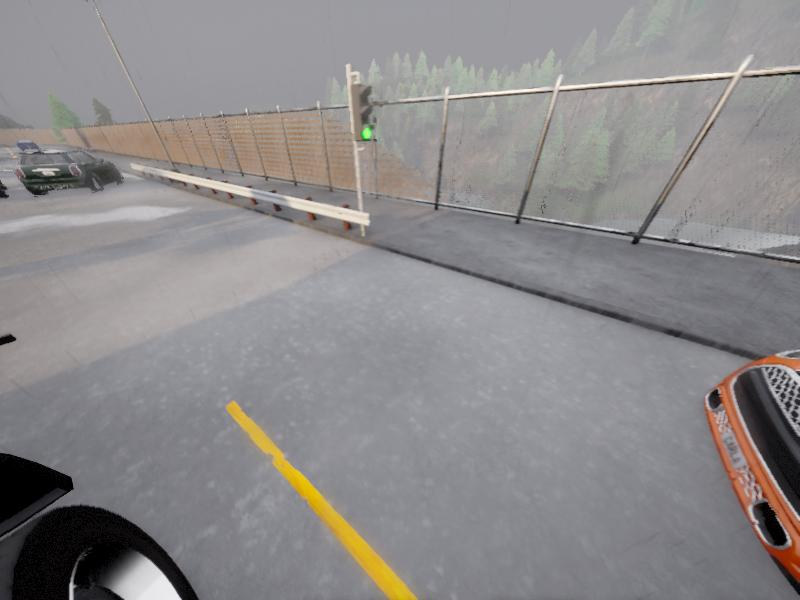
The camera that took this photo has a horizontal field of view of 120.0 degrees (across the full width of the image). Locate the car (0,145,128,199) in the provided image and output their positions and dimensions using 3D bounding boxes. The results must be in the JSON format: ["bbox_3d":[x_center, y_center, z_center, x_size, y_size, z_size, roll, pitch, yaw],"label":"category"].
[{"bbox_3d":[-16.019,-6.438,11.305,2.097,1.767,4.553,-19,40,-25],"label":"car"}]

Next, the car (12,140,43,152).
[{"bbox_3d":[-59.520,-24.663,36.899,5.008,1.535,1.882,22,41,28],"label":"car"}]

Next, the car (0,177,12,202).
[{"bbox_3d":[-18.800,-5.225,9.690,5.238,1.638,1.930,22,41,28],"label":"car"}]

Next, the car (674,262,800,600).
[{"bbox_3d":[4.407,1.420,0.382,4.553,1.767,2.097,23,41,28],"label":"car"}]
